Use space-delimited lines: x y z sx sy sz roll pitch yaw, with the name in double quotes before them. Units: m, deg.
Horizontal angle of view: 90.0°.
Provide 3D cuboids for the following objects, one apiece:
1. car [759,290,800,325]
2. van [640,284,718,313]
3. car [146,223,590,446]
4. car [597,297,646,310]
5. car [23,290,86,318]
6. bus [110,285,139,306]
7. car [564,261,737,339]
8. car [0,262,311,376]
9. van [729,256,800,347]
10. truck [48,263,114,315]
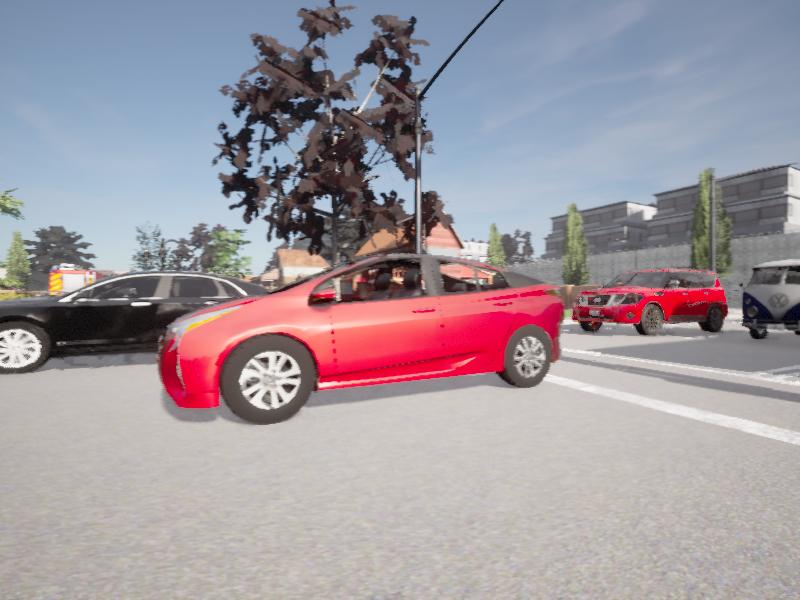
"car" 18.462 0.320 18.169 3.806 1.475 1.970 0 0 -28
"van" 26.633 -0.146 38.517 1.988 2.561 5.915 0 0 -28
"car" -0.186 0.246 4.658 4.514 1.525 2.007 0 0 -27
"car" 26.031 0.401 47.214 1.837 1.490 4.892 0 0 -28
"car" -22.587 0.252 26.404 2.152 1.651 5.027 0 0 -29
"bus" -58.826 -0.907 85.693 3.944 4.253 10.273 0 0 -29
"car" 8.091 0.015 12.812 5.566 2.045 2.150 0 0 -27
"car" -4.155 0.266 6.754 4.892 1.490 1.837 1 0 -25
"van" 10.561 0.038 10.160 4.442 1.987 1.775 0 0 -27
"truck" -26.672 -0.829 33.877 2.891 3.827 8.468 0 0 -28
